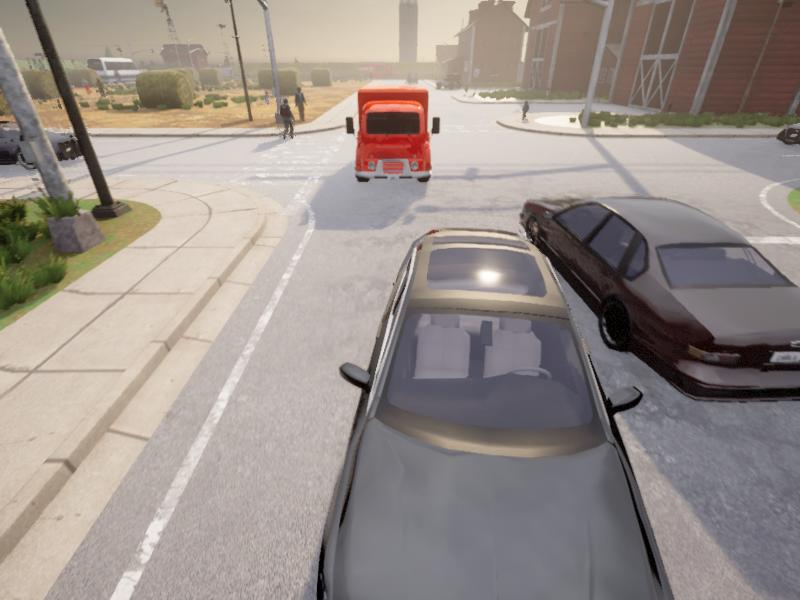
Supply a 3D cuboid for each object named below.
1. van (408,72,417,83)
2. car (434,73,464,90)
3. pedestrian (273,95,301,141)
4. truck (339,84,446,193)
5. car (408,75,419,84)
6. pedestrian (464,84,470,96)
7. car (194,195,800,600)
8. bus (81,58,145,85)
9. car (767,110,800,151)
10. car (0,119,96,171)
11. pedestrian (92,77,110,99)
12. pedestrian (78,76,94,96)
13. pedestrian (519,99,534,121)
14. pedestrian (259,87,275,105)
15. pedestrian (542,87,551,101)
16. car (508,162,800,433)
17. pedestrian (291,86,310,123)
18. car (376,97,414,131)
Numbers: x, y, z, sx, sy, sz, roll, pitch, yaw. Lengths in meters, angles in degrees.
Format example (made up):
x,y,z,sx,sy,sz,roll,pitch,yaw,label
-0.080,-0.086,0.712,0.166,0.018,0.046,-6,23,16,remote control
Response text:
x,y,z,sx,sy,sz,roll,pitch,yaw,label
2.514,-45.552,81.804,1.775,1.987,4.442,0,30,-1,van
6.961,-30.837,56.458,1.905,1.878,3.866,-31,40,-32,car
-5.202,-8.397,18.480,0.751,1.860,0.751,9,31,14,pedestrian
-0.210,-5.360,12.723,2.627,2.467,5.204,0,30,0,truck
2.571,-42.298,76.676,1.789,1.549,3.705,0,30,0,car
7.245,-22.836,43.542,0.500,1.100,0.500,2,30,3,pedestrian
0.690,0.531,3.588,2.128,1.511,4.902,4,31,7,car
-54.587,-43.839,76.621,3.944,4.253,10.273,2,30,3,bus
18.662,-7.113,16.830,4.181,1.385,1.994,0,30,0,car
-13.694,-5.479,14.046,4.181,1.385,1.994,0,30,0,car
-29.683,-21.034,39.710,0.751,1.860,0.751,23,38,34,pedestrian
-33.766,-22.997,43.062,0.751,1.860,0.751,-22,37,-33,pedestrian
7.565,-11.396,24.009,0.500,1.100,0.500,-21,36,-31,pedestrian
-11.285,-17.311,33.914,0.751,1.300,0.751,12,32,19,pedestrian
12.960,-18.206,35.400,0.500,1.100,0.500,7,31,12,pedestrian
3.406,-0.708,5.818,2.033,1.411,5.357,-1,30,-2,car
-5.713,-11.269,23.048,0.751,1.860,0.751,-10,32,-17,pedestrian
-0.340,-10.866,23.188,1.994,1.385,4.181,-1,30,-2,car
